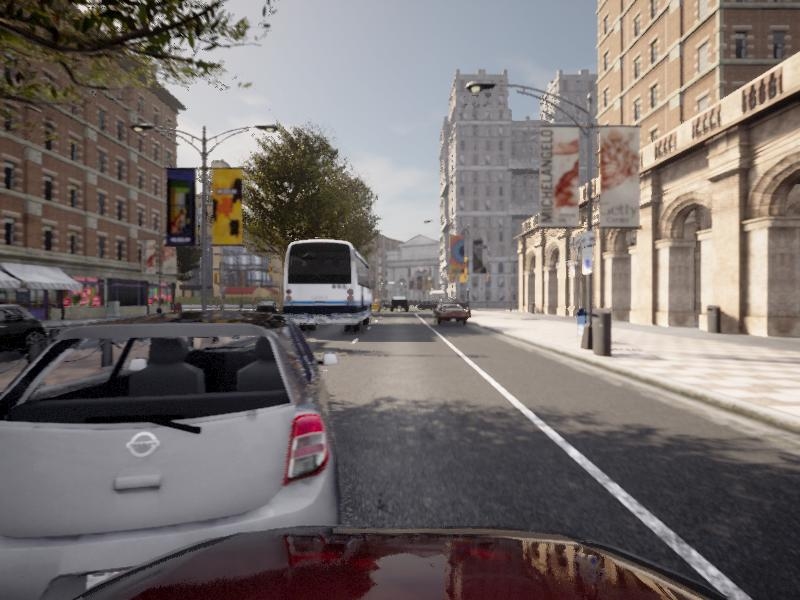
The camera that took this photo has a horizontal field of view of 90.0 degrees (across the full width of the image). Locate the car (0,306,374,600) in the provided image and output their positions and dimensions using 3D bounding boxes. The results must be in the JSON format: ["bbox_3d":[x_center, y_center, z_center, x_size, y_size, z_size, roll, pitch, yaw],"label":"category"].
[{"bbox_3d":[-1.395,0.824,3.232,1.845,1.501,3.633,0,0,-12],"label":"car"}]

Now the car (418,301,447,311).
[{"bbox_3d":[4.886,0.828,60.341,4.193,1.474,1.816,0,0,8],"label":"car"}]

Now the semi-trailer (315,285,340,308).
[{"bbox_3d":[-15.131,-0.655,84.712,2.717,4.402,14.254,0,0,0],"label":"semi-trailer"}]

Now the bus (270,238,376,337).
[{"bbox_3d":[-3.618,-0.544,22.299,3.944,4.253,10.273,0,0,0],"label":"bus"}]

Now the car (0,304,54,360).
[{"bbox_3d":[-11.467,0.847,10.227,1.970,1.475,3.806,0,0,0],"label":"car"}]

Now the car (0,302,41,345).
[{"bbox_3d":[-14.973,0.836,13.218,1.837,1.490,4.892,0,0,0],"label":"car"}]

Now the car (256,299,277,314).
[{"bbox_3d":[-15.355,0.749,46.289,1.930,1.638,5.238,1,0,-14],"label":"car"}]

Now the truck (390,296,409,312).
[{"bbox_3d":[-0.080,0.517,54.393,2.390,2.098,6.274,0,0,0],"label":"truck"}]

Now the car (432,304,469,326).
[{"bbox_3d":[3.242,0.927,26.562,1.895,1.301,4.718,0,0,0],"label":"car"}]

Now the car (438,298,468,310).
[{"bbox_3d":[8.359,0.626,63.541,4.605,1.855,1.932,0,0,0],"label":"car"}]
